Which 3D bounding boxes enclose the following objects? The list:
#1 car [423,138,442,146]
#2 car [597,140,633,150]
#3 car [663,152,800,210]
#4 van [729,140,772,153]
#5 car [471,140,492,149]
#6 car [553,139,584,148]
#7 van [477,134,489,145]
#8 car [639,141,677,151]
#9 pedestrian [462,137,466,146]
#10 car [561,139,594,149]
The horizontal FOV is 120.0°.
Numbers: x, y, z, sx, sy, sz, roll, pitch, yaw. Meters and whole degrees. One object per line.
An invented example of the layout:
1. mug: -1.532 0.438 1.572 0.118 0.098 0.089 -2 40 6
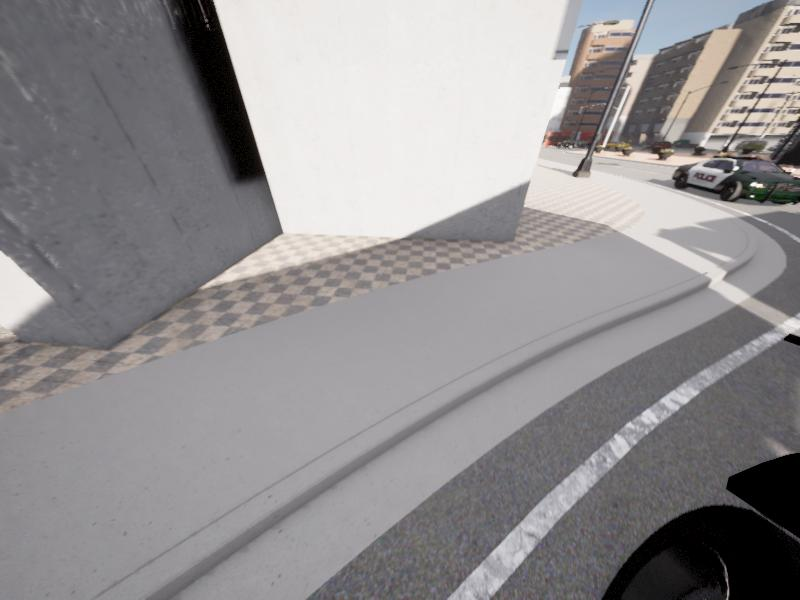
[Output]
1. car: 8.438 -41.125 60.235 2.033 1.649 4.856 -26 43 -31
2. car: 46.024 -33.241 49.509 5.366 1.575 1.801 4 36 4
3. car: 14.838 -5.429 10.167 2.038 1.542 4.974 10 37 14
4. van: 71.826 -31.541 47.386 4.442 1.987 1.775 4 36 4
5. car: 17.076 -32.762 48.577 3.633 1.501 1.845 28 44 33
6. car: 38.506 -35.838 52.956 5.238 1.638 1.930 3 36 4
7. van: 23.908 -46.434 66.907 1.988 2.561 5.915 4 36 5
8. car: 54.390 -32.665 48.839 4.856 1.649 2.033 4 36 4
9. pedestrian: 16.632 -41.038 59.876 0.751 1.860 0.751 3 36 4
10. car: 38.405 -33.803 50.107 5.238 1.638 1.930 4 36 5
